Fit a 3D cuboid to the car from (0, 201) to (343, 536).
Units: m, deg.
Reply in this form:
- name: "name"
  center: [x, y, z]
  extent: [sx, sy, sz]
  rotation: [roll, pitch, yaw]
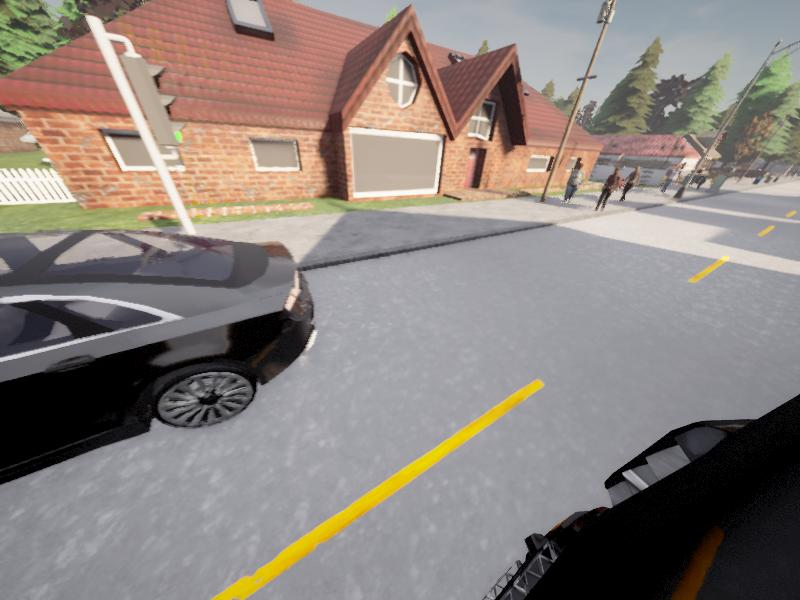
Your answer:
- name: "car"
  center: [-3.234, 0.406, 1.738]
  extent: [4.902, 1.511, 2.128]
  rotation: [-16, 38, -26]

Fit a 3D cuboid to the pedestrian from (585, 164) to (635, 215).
- name: "pedestrian"
  center: [8.950, -4.743, 9.908]
  extent: [0.751, 1.860, 0.751]
  rotation: [-19, 39, -30]

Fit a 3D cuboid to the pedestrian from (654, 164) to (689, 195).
- name: "pedestrian"
  center: [19.326, -8.559, 16.475]
  extent: [0.751, 1.860, 0.751]
  rotation: [-17, 39, -28]

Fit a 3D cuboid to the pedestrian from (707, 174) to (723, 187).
- name: "pedestrian"
  center: [32.905, -12.496, 24.161]
  extent: [0.500, 1.100, 0.500]
  rotation: [-20, 40, -31]

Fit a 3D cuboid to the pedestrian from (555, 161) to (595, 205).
- name: "pedestrian"
  center: [8.645, -5.797, 11.477]
  extent: [0.751, 1.860, 0.751]
  rotation: [-23, 41, -33]

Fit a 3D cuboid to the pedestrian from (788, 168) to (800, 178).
- name: "pedestrian"
  center: [90.832, -29.112, 53.051]
  extent: [0.751, 1.860, 0.751]
  rotation: [27, 41, 32]

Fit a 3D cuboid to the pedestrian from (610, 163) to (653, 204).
- name: "pedestrian"
  center: [12.452, -6.282, 12.503]
  extent: [0.751, 1.860, 0.751]
  rotation: [-16, 38, -27]

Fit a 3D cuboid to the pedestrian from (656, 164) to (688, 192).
- name: "pedestrian"
  center: [21.592, -9.696, 18.368]
  extent: [0.751, 1.860, 0.751]
  rotation: [-18, 39, -28]

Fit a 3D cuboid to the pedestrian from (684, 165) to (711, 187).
- name: "pedestrian"
  center: [29.072, -12.117, 22.606]
  extent: [0.751, 1.860, 0.751]
  rotation: [-15, 37, -25]

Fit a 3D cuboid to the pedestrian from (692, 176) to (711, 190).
- name: "pedestrian"
  center: [26.716, -10.372, 20.474]
  extent: [0.500, 1.100, 0.500]
  rotation: [-14, 37, -24]
